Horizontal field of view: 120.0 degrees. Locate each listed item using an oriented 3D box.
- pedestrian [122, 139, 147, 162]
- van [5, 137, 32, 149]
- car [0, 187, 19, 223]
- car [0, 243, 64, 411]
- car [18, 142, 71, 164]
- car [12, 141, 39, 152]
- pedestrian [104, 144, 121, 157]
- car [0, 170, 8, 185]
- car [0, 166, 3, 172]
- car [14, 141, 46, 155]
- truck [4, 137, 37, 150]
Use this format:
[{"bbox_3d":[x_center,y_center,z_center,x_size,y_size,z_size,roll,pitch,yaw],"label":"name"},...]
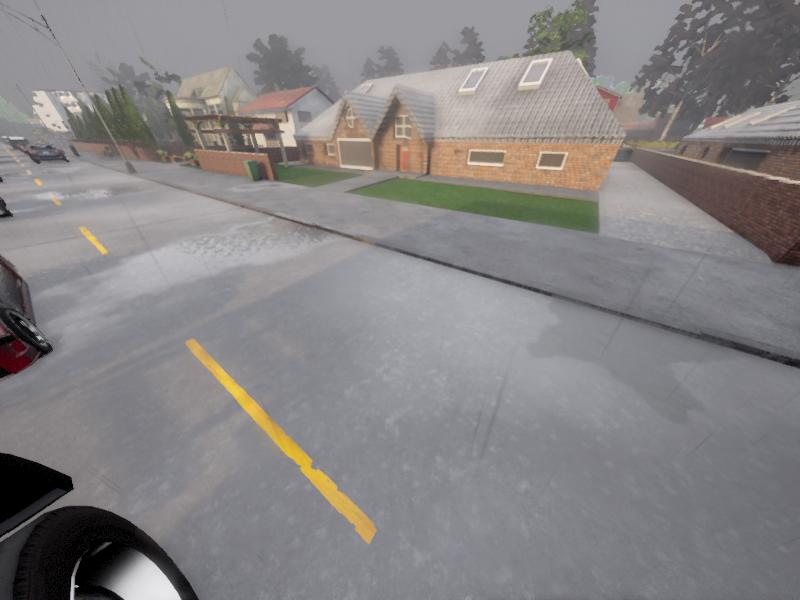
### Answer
[{"bbox_3d":[-26.476,-14.878,23.043,0.751,1.860,0.751,21,40,26],"label":"pedestrian"},{"bbox_3d":[-80.830,-33.280,48.904,4.480,2.038,2.069,22,41,28],"label":"van"},{"bbox_3d":[-14.825,-3.488,7.453,4.514,1.525,2.007,22,41,28],"label":"car"},{"bbox_3d":[-6.078,0.128,2.518,4.181,1.385,1.994,22,41,28],"label":"car"},{"bbox_3d":[-37.013,-15.356,24.041,4.611,1.667,2.242,22,41,28],"label":"car"},{"bbox_3d":[-64.511,-26.432,39.765,4.193,1.474,1.816,22,41,28],"label":"car"},{"bbox_3d":[-35.189,-18.269,28.289,0.751,1.300,0.751,25,42,31],"label":"pedestrian"},{"bbox_3d":[-24.648,-7.473,13.051,4.514,1.525,2.007,22,41,28],"label":"car"},{"bbox_3d":[-32.473,-10.627,17.524,4.193,1.474,1.816,22,41,28],"label":"car"},{"bbox_3d":[-54.557,-22.450,34.060,3.988,1.617,1.851,22,41,28],"label":"car"},{"bbox_3d":[-73.687,-30.411,44.815,6.274,2.098,2.390,22,41,28],"label":"truck"}]
